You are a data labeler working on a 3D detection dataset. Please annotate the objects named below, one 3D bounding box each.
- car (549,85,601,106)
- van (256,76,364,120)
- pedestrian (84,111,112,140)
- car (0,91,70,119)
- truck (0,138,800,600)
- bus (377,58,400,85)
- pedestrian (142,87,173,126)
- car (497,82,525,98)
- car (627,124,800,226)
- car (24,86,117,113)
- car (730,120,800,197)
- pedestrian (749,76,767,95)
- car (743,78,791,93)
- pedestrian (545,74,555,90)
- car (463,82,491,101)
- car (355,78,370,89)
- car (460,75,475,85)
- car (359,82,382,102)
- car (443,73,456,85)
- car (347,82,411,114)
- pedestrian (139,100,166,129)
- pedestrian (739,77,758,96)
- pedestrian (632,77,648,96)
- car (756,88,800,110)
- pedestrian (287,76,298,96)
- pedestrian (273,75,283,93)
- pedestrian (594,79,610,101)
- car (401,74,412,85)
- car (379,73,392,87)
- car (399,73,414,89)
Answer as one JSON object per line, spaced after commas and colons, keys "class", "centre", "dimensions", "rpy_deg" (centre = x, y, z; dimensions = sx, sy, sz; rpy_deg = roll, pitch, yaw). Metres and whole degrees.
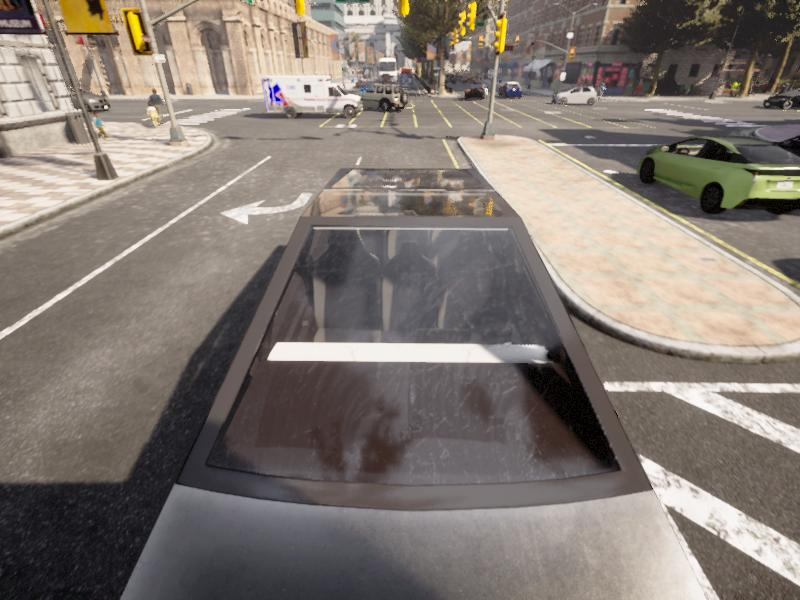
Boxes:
{"class": "car", "centre": [15.463, -18.189, 35.567], "dimensions": [3.633, 1.501, 1.845], "rpy_deg": [0, 30, 0]}
{"class": "van", "centre": [-5.719, -13.378, 26.411], "dimensions": [6.366, 2.431, 2.351], "rpy_deg": [0, 30, 0]}
{"class": "pedestrian", "centre": [-13.314, -7.697, 17.657], "dimensions": [0.500, 1.100, 0.500], "rpy_deg": [0, 30, -1]}
{"class": "car", "centre": [-25.389, -13.094, 26.770], "dimensions": [4.514, 1.525, 2.007], "rpy_deg": [0, 30, 0]}
{"class": "truck", "centre": [0.080, 0.086, 3.764], "dimensions": [2.390, 2.098, 6.274], "rpy_deg": [0, 30, 1]}
{"class": "bus", "centre": [-2.124, -44.258, 77.330], "dimensions": [3.944, 4.253, 10.273], "rpy_deg": [0, 30, 1]}
{"class": "pedestrian", "centre": [-13.150, -10.524, 21.734], "dimensions": [0.751, 1.860, 0.751], "rpy_deg": [-2, 30, -3]}
{"class": "car", "centre": [12.221, -23.283, 44.307], "dimensions": [1.970, 1.475, 3.806], "rpy_deg": [0, 30, 1]}
{"class": "car", "centre": [8.181, -3.428, 10.350], "dimensions": [2.007, 1.525, 4.514], "rpy_deg": [1, 30, 1]}
{"class": "car", "centre": [-24.323, -14.919, 29.745], "dimensions": [4.611, 1.667, 2.242], "rpy_deg": [0, 30, 1]}
{"class": "car", "centre": [11.695, -3.828, 10.962], "dimensions": [1.851, 1.617, 3.988], "rpy_deg": [0, 30, 1]}
{"class": "pedestrian", "centre": [41.662, -24.972, 46.535], "dimensions": [0.751, 1.860, 0.751], "rpy_deg": [4, 31, 7]}
{"class": "car", "centre": [50.488, -29.610, 55.146], "dimensions": [2.242, 1.667, 4.611], "rpy_deg": [0, 30, 1]}
{"class": "pedestrian", "centre": [20.111, -29.226, 53.745], "dimensions": [0.751, 1.860, 0.751], "rpy_deg": [1, 30, 1]}
{"class": "car", "centre": [8.085, -21.762, 41.649], "dimensions": [2.038, 1.542, 4.974], "rpy_deg": [9, 32, 16]}
{"class": "car", "centre": [-5.758, -33.332, 61.588], "dimensions": [1.895, 1.301, 4.718], "rpy_deg": [0, 30, 1]}
{"class": "car", "centre": [12.714, -41.538, 75.363], "dimensions": [2.038, 1.542, 4.974], "rpy_deg": [0, 30, 1]}
{"class": "car", "centre": [-2.851, -20.664, 39.739], "dimensions": [1.882, 1.535, 5.008], "rpy_deg": [1, 30, 1]}
{"class": "car", "centre": [9.198, -41.117, 74.355], "dimensions": [1.932, 1.855, 4.605], "rpy_deg": [0, 30, 1]}
{"class": "car", "centre": [-1.656, -15.498, 30.590], "dimensions": [4.605, 1.855, 1.932], "rpy_deg": [20, 35, 29]}
{"class": "pedestrian", "centre": [-12.904, -9.694, 20.870], "dimensions": [0.751, 1.300, 0.751], "rpy_deg": [-21, 36, -32]}
{"class": "pedestrian", "centre": [37.954, -23.239, 43.567], "dimensions": [0.751, 1.860, 0.751], "rpy_deg": [-7, 31, -12]}
{"class": "pedestrian", "centre": [26.222, -23.337, 43.706], "dimensions": [0.751, 1.860, 0.751], "rpy_deg": [1, 30, 1]}
{"class": "car", "centre": [32.435, -16.311, 32.450], "dimensions": [4.792, 1.488, 2.163], "rpy_deg": [0, 30, 0]}
{"class": "pedestrian", "centre": [-11.736, -23.391, 43.704], "dimensions": [0.751, 1.860, 0.751], "rpy_deg": [1, 30, 2]}
{"class": "pedestrian", "centre": [-14.666, -25.889, 47.962], "dimensions": [0.751, 1.860, 0.751], "rpy_deg": [-2, 30, -4]}
{"class": "pedestrian", "centre": [19.965, -20.747, 39.570], "dimensions": [0.751, 1.860, 0.751], "rpy_deg": [-4, 31, -7]}
{"class": "car", "centre": [1.216, -41.737, 75.625], "dimensions": [1.930, 1.638, 5.238], "rpy_deg": [0, 30, 1]}
{"class": "car", "centre": [-2.405, -37.393, 67.972], "dimensions": [1.905, 1.878, 3.866], "rpy_deg": [0, 30, 1]}
{"class": "car", "centre": [1.025, -34.819, 63.419], "dimensions": [2.150, 2.045, 5.566], "rpy_deg": [0, 30, 1]}
